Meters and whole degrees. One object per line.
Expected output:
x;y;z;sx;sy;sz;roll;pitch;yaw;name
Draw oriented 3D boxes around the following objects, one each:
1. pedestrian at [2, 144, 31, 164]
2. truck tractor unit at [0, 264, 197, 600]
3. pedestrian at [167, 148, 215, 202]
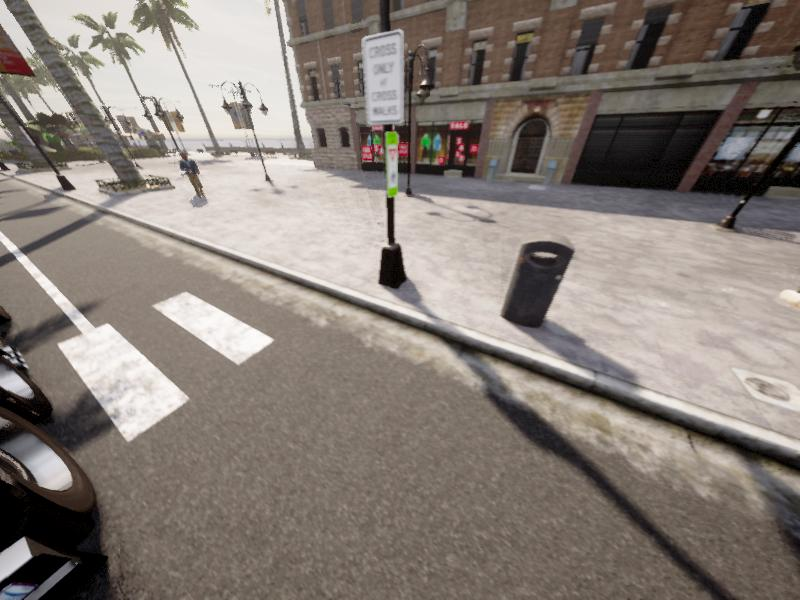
-43.234;-16.455;26.049;0.751;1.860;0.751;13;37;19;pedestrian
-5.122;-0.285;0.794;6.516;4.208;3.053;18;39;25;truck tractor unit
-8.630;-5.197;9.599;0.751;1.860;0.751;29;45;36;pedestrian
